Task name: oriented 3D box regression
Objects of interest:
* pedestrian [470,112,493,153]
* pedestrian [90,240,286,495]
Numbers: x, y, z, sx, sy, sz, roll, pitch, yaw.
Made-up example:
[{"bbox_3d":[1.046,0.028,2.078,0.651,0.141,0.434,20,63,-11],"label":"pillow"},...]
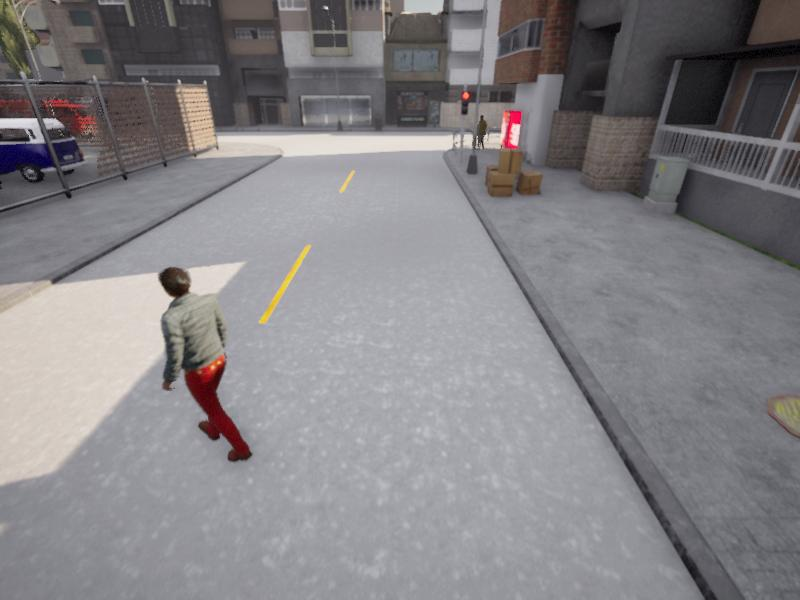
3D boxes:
[{"bbox_3d":[4.210,-8.674,20.678,0.751,1.860,0.751,21,34,34],"label":"pedestrian"},{"bbox_3d":[-1.607,0.555,3.306,0.751,1.860,0.751,12,30,22],"label":"pedestrian"}]
